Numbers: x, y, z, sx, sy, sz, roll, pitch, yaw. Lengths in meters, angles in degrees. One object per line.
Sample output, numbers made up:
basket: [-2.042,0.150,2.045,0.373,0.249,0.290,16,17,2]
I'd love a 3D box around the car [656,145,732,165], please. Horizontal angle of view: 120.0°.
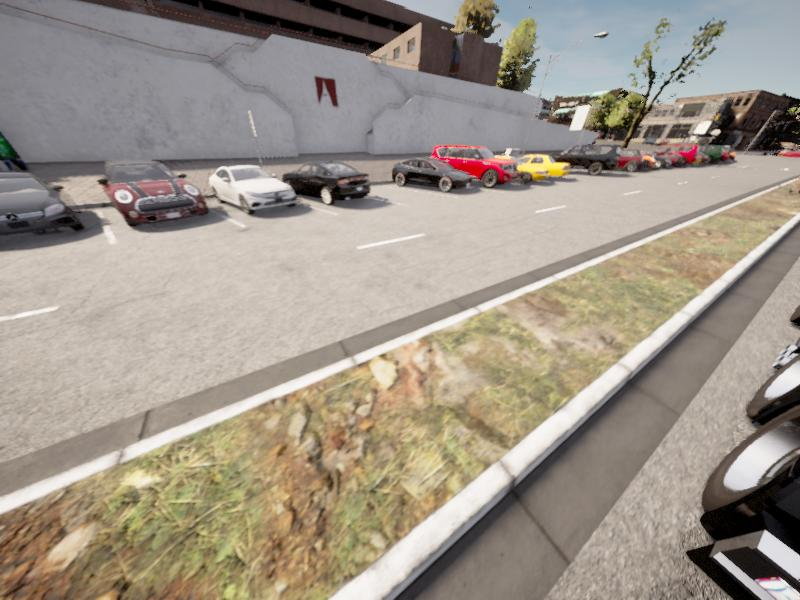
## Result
car: [38.103,-19.094,30.296,5.566,2.045,2.435,26,42,32]

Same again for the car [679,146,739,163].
car: [43.456,-20.658,32.706,4.442,1.987,1.878,26,41,33]

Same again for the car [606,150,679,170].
car: [25.100,-14.747,24.202,4.892,1.521,2.231,25,41,32]

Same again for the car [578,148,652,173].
car: [19.924,-13.173,21.614,4.553,1.767,2.185,25,42,32]

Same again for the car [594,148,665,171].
car: [22.480,-14.031,22.898,4.553,1.767,2.185,25,41,32]

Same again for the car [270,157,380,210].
car: [-3.499,-5.499,10.552,5.008,1.535,2.097,25,42,32]

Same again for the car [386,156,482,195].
car: [1.724,-7.165,13.030,4.792,1.488,2.163,25,41,32]

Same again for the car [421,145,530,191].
car: [4.326,-8.244,14.111,5.566,2.045,2.435,25,41,32]

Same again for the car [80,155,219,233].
car: [-8.727,-3.930,8.030,4.553,1.767,2.185,25,41,32]

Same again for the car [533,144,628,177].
car: [14.674,-11.626,19.086,5.566,2.045,2.435,25,42,32]

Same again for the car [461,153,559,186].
car: [7.046,-8.826,15.400,5.366,1.575,1.946,25,41,32]

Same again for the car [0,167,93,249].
car: [-11.303,-2.940,6.871,4.674,1.452,2.002,25,41,32]

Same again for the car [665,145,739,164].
car: [40.769,-19.897,31.509,5.566,2.045,2.435,25,41,32]

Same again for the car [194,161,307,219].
car: [-6.104,-4.625,9.346,4.674,1.452,2.002,25,41,32]

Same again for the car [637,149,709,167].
car: [32.764,-17.297,28.032,5.366,1.575,1.946,25,42,32]

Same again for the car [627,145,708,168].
car: [30.281,-16.619,26.562,5.566,2.045,2.435,25,42,32]

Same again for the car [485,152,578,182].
car: [9.356,-9.798,16.832,5.366,1.575,1.946,25,42,32]

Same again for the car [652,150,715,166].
car: [35.514,-18.017,29.199,4.674,1.452,2.002,25,42,32]

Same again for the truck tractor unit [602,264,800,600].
truck tractor unit: [5.109,-0.304,0.781,6.516,4.208,3.053,-18,39,-24]

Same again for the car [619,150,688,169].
car: [27.677,-15.558,25.471,4.792,1.488,2.163,25,42,32]
